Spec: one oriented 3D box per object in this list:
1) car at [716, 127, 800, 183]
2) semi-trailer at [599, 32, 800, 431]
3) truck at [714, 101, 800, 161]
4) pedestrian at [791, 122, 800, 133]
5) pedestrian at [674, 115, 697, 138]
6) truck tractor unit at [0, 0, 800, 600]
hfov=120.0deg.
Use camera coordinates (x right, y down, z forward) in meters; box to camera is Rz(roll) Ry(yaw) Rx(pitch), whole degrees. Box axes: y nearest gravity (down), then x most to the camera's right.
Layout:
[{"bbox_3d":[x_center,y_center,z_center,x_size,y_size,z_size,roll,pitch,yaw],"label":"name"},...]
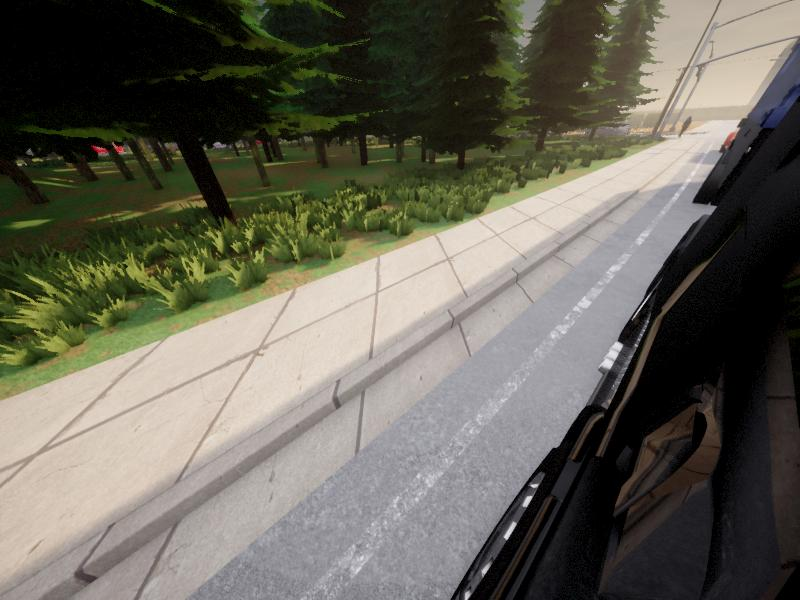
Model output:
[{"bbox_3d":[15.882,-6.351,9.893,4.902,1.511,2.128,-29,44,-30],"label":"car"},{"bbox_3d":[8.644,-3.643,4.279,14.254,4.402,2.717,-29,44,-30],"label":"semi-trailer"},{"bbox_3d":[21.375,-9.912,13.487,5.204,2.467,2.627,-30,44,-31],"label":"truck"},{"bbox_3d":[44.318,-19.416,25.234,0.751,1.860,0.751,-25,42,-27],"label":"pedestrian"},{"bbox_3d":[29.819,-18.101,24.157,0.751,1.860,0.751,-32,46,-33],"label":"pedestrian"},{"bbox_3d":[2.645,-0.295,0.351,6.516,4.208,3.053,-28,44,-30],"label":"truck tractor unit"}]
